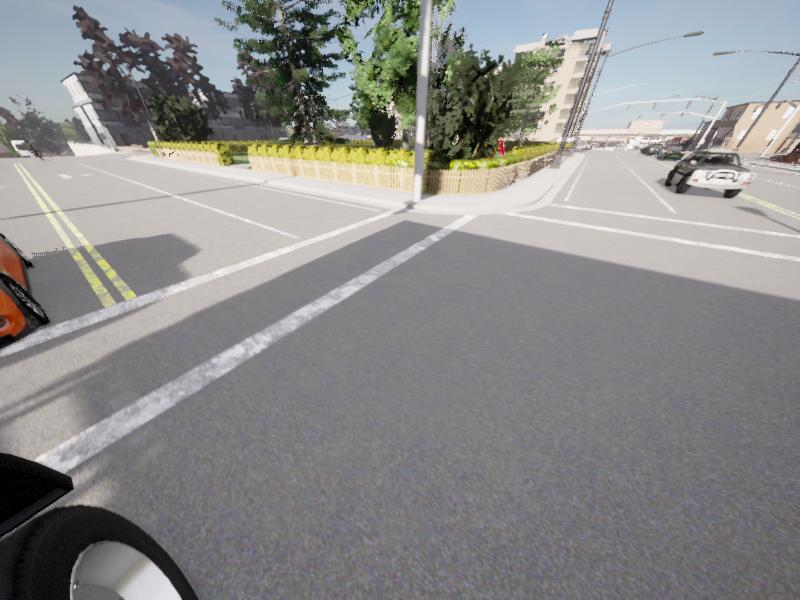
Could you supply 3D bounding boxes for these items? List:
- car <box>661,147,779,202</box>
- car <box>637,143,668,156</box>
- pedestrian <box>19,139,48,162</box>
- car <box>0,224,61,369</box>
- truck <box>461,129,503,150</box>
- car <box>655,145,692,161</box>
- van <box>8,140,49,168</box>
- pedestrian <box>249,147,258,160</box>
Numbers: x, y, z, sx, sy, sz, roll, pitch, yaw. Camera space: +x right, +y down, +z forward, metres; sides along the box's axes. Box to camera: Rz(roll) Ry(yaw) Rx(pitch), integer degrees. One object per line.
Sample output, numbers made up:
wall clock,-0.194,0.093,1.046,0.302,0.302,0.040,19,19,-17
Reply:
car,15.420,-6.454,11.583,1.932,1.855,4.605,22,41,28
car,41.845,-25.015,38.415,1.851,1.617,3.988,13,38,18
pedestrian,-37.106,-15.136,23.414,0.751,1.860,0.751,26,42,31
car,-6.876,-0.396,2.857,4.553,1.767,2.097,22,41,28
truck,19.746,-39.121,56.312,8.468,3.827,2.891,23,41,29
car,36.059,-19.528,30.646,2.038,1.542,4.974,22,41,27
van,-55.719,-21.909,34.806,5.915,2.561,1.988,12,35,35
pedestrian,-15.967,-15.983,25.212,0.500,1.100,0.500,-13,37,-18
